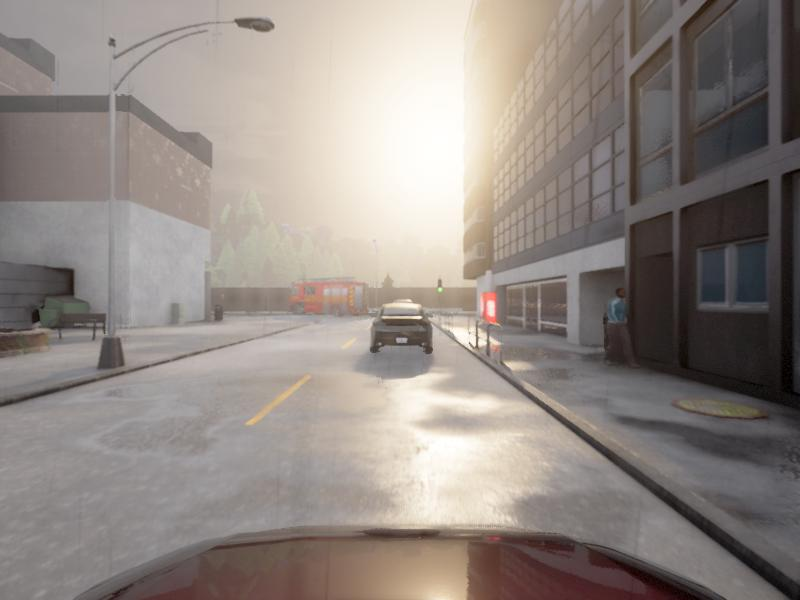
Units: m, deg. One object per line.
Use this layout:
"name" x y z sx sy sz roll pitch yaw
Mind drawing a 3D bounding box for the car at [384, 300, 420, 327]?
"car" 0.265 0.821 26.981 2.152 1.651 5.027 0 0 3

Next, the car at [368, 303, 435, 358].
"car" 0.057 0.865 13.512 1.837 1.490 4.892 0 0 0

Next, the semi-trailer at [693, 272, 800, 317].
"semi-trailer" 38.388 -0.556 41.320 14.254 4.402 2.717 0 0 0

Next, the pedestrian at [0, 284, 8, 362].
"pedestrian" -9.908 0.547 9.360 0.751 1.860 0.751 0 0 -1

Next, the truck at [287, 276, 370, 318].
"truck" -7.280 -0.262 40.036 8.468 3.827 2.891 0 -1 34

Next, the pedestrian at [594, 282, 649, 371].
"pedestrian" 4.847 0.547 8.784 0.751 1.860 0.751 0 0 -9
